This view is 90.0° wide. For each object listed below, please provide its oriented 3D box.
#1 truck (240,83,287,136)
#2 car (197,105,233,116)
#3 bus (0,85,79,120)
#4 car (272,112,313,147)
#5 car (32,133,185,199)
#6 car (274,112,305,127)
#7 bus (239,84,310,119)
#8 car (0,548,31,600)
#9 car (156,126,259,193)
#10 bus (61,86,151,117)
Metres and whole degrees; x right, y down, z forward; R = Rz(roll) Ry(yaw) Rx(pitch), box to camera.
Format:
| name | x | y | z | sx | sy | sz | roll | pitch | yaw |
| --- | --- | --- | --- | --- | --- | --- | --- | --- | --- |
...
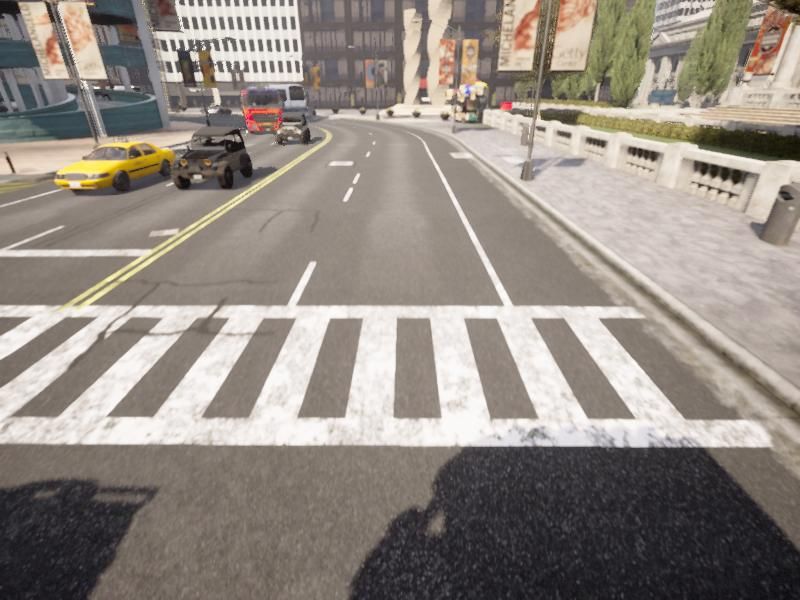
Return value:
| name | x | y | z | sx | sy | sz | roll | pitch | yaw |
| --- | --- | --- | --- | --- | --- | --- | --- | --- | --- |
| truck | -12.363 | -17.119 | 35.791 | 2.891 | 3.827 | 8.468 | -10 | 29 | -19 |
| car | -29.844 | -30.588 | 64.521 | 4.974 | 1.542 | 2.038 | 8 | 28 | 16 |
| bus | -52.991 | -28.117 | 56.944 | 10.273 | 4.253 | 3.944 | 0 | 27 | 0 |
| car | -7.284 | -11.778 | 27.491 | 1.905 | 1.878 | 3.866 | -2 | 27 | -3 |
| car | -10.520 | -5.251 | 15.170 | 1.801 | 1.575 | 5.366 | 0 | 27 | 0 |
| car | -12.019 | -19.605 | 43.385 | 1.895 | 1.301 | 4.718 | -15 | 31 | -26 |
| bus | -18.368 | -28.975 | 58.398 | 10.273 | 4.253 | 3.944 | 18 | 32 | 32 |
| car | -3.494 | 2.217 | 0.279 | 1.932 | 1.855 | 4.605 | 0 | 27 | 0 |
| car | -7.033 | -5.446 | 15.183 | 1.905 | 1.878 | 3.866 | -1 | 27 | -1 |
| bus | -45.964 | -31.245 | 62.979 | 10.273 | 4.253 | 3.944 | 0 | 27 | 0 |
